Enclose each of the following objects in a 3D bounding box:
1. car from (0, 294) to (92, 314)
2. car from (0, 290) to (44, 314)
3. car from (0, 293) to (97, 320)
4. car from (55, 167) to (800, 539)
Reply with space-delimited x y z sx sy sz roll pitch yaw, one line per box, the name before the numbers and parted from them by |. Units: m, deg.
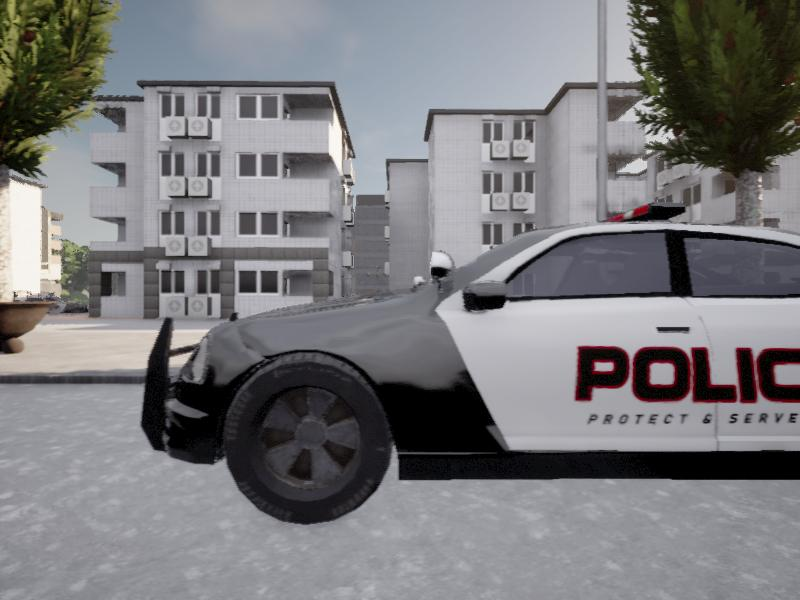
car | -23.170 0.231 26.032 1.853 1.218 4.536 0 0 30
car | -25.944 0.142 26.398 3.633 1.501 1.845 0 0 11
car | -23.145 0.389 26.078 2.038 1.542 4.974 0 0 30
car | 1.054 0.229 2.697 4.974 1.542 2.038 0 0 0
